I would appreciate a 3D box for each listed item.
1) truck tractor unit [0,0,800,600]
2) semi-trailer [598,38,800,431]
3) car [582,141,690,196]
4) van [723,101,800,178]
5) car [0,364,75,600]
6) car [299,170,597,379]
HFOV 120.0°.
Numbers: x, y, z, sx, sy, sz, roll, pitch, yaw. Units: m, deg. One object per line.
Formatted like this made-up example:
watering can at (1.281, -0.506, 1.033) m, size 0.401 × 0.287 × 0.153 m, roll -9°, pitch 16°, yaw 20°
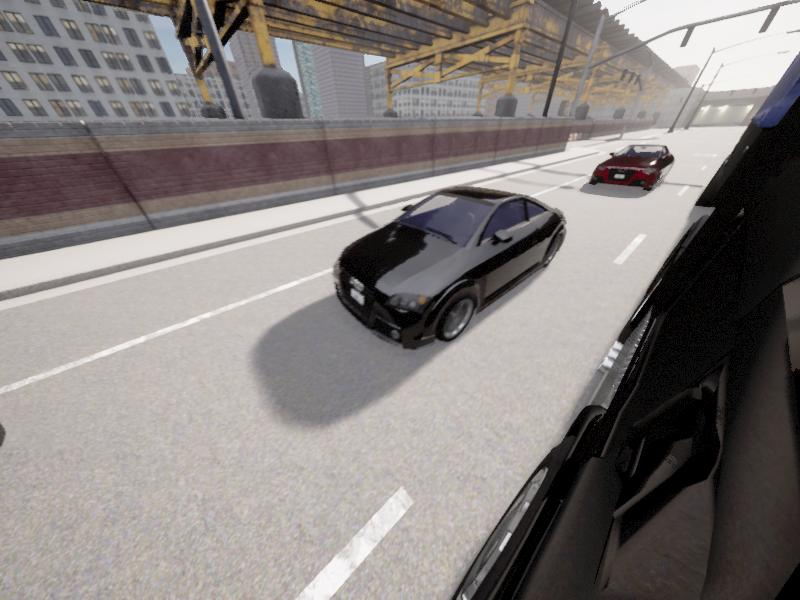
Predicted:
truck tractor unit at (2.645, -0.295, 0.351) m, size 6.516 × 4.208 × 3.053 m, roll -28°, pitch 44°, yaw -30°
semi-trailer at (8.699, -3.575, 4.269) m, size 14.254 × 4.402 × 2.717 m, roll -28°, pitch 43°, yaw -30°
car at (9.647, -5.529, 9.445) m, size 4.181 × 1.385 × 1.994 m, roll -28°, pitch 43°, yaw -30°
van at (18.119, -7.739, 11.009) m, size 5.915 × 2.561 × 1.988 m, roll -28°, pitch 43°, yaw -30°
car at (-4.471, 1.846, 0.133) m, size 4.674 × 1.442 × 1.812 m, roll -28°, pitch 43°, yaw -30°
car at (0.989, -0.985, 3.745) m, size 4.181 × 1.385 × 1.994 m, roll -28°, pitch 43°, yaw -30°
